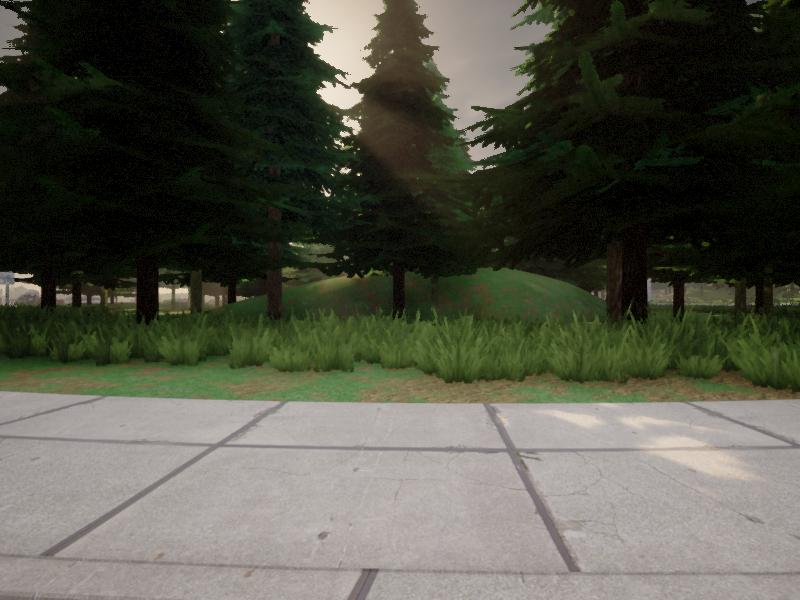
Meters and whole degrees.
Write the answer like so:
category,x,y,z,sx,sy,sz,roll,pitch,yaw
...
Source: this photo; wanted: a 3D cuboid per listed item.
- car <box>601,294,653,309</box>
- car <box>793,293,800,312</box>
category,x,y,z,sx,sy,sz,roll,pitch,yaw
car,26.426,0.173,46.750,2.033,1.649,4.856,0,1,-30
car,33.459,0.240,30.290,2.128,1.511,4.902,0,0,-10
